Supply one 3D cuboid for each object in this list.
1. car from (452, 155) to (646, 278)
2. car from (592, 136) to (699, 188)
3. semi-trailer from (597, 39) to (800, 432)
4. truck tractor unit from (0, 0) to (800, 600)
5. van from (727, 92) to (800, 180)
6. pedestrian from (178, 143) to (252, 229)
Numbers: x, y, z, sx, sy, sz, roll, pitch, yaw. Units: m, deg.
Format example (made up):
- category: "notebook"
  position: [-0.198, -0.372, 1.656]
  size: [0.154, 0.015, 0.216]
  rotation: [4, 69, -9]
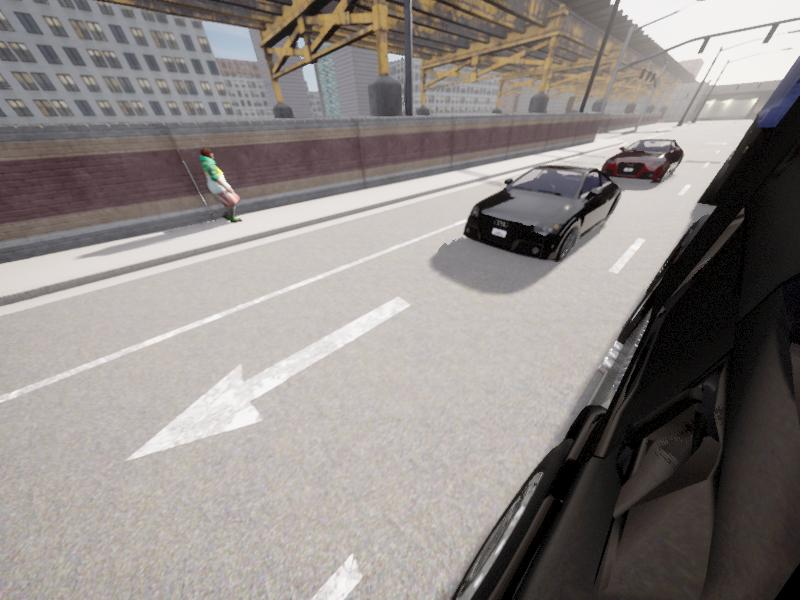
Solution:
- category: "car"
  position: [3.404, -2.238, 5.271]
  size: [4.181, 1.385, 1.994]
  rotation: [-28, 44, -30]
- category: "car"
  position: [10.429, -6.005, 9.830]
  size: [4.181, 1.385, 1.994]
  rotation: [-27, 43, -29]
- category: "semi-trailer"
  position: [8.708, -3.604, 4.210]
  size: [14.254, 4.402, 2.717]
  rotation: [-28, 44, -30]
- category: "truck tractor unit"
  position: [2.645, -0.295, 0.351]
  size: [6.516, 4.208, 3.053]
  rotation: [-28, 44, -30]
- category: "van"
  position: [16.402, -6.937, 9.694]
  size: [5.915, 2.561, 1.988]
  rotation: [-28, 44, -31]
- category: "pedestrian"
  position: [-4.804, -2.986, 6.092]
  size: [0.751, 1.860, 0.751]
  rotation: [-28, 44, -30]
